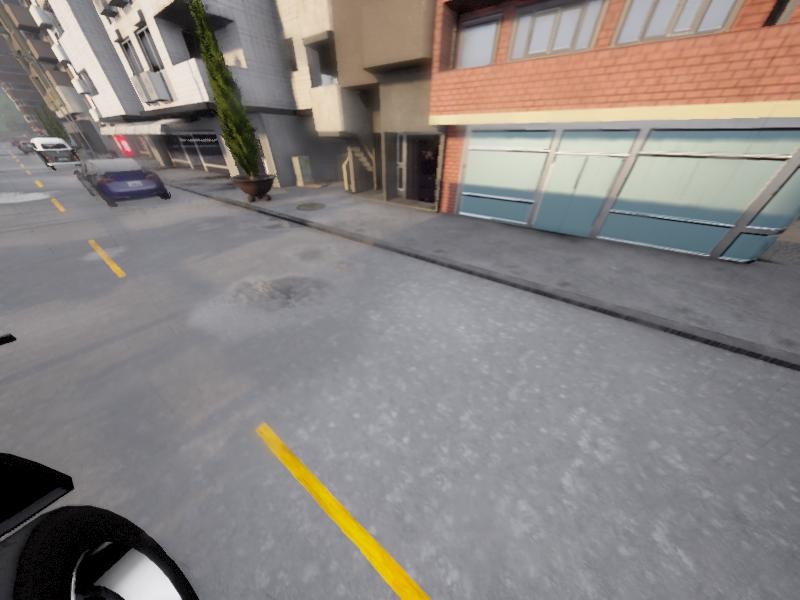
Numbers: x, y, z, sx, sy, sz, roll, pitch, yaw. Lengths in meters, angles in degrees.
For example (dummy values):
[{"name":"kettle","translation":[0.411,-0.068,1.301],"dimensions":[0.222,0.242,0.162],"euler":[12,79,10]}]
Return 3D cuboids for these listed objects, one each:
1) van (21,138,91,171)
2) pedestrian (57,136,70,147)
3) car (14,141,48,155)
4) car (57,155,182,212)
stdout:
[{"name":"van","translation":[-27.616,-11.769,18.564],"dimensions":[4.480,2.038,2.069],"euler":[22,41,28]},{"name":"pedestrian","translation":[-73.889,-34.785,50.666],"dimensions":[0.751,1.860,0.751],"euler":[20,40,26]},{"name":"car","translation":[-52.901,-21.852,33.111],"dimensions":[3.806,1.475,1.970],"euler":[22,41,28]},{"name":"car","translation":[-11.812,-5.092,9.734],"dimensions":[4.792,1.488,2.163],"euler":[22,41,28]}]
